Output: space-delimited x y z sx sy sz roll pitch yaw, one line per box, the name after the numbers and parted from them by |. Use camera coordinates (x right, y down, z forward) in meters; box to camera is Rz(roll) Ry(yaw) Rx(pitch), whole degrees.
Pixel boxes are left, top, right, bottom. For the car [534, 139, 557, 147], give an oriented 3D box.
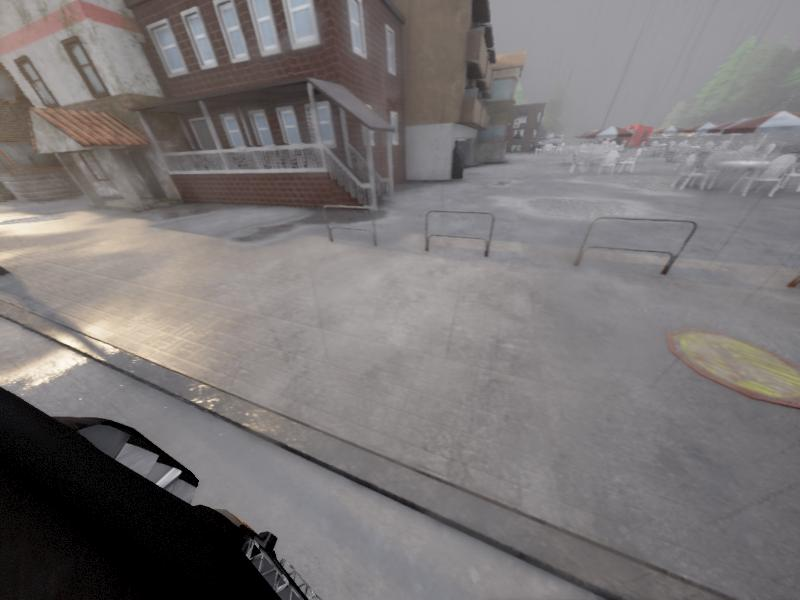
39.422 -42.600 62.763 4.974 1.542 2.038 10 36 18 | car

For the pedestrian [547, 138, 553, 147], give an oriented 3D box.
38.079 -40.183 58.801 0.751 1.860 0.751 11 36 20 | pedestrian

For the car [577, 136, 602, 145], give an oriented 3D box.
51.142 -43.040 62.318 4.553 1.767 2.097 10 36 18 | car

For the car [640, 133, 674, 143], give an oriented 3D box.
61.484 -38.791 55.355 4.974 1.542 2.038 10 36 18 | car

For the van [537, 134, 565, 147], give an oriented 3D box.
42.421 -44.875 65.022 5.915 2.561 1.988 10 36 18 | van

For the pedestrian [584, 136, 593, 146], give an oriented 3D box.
40.873 -34.426 50.057 0.751 1.860 0.751 -25 40 -29 | pedestrian

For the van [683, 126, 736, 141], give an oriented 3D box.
69.767 -37.708 52.331 6.366 2.431 2.351 10 36 18 | van
